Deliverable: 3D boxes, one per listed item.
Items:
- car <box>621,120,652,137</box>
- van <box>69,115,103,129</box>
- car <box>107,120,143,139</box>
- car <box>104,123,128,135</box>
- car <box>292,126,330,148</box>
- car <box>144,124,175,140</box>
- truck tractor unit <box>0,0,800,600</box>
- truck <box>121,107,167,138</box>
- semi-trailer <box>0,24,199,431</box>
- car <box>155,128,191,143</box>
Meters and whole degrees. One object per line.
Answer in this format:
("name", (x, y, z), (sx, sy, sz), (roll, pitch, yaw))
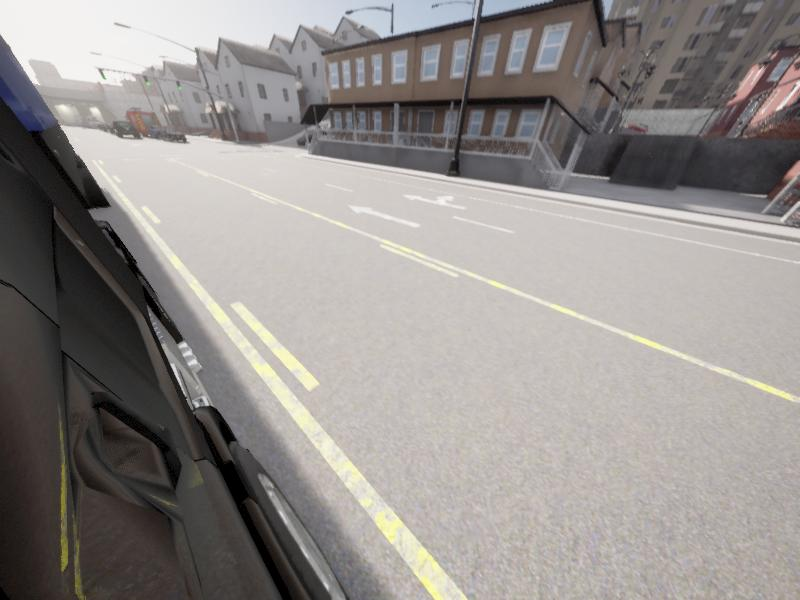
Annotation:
("car", (43.329, -31.502, 42.416), (3.705, 1.549, 1.789), (38, 47, 22))
("van", (-76.453, -43.293, 56.270), (6.366, 2.431, 2.351), (17, 37, 18))
("car", (-40.641, -25.202, 34.124), (5.566, 2.045, 2.150), (28, 42, 31))
("car", (-49.747, -29.865, 40.403), (4.892, 1.490, 1.837), (28, 42, 31))
("car", (-13.396, -24.737, 35.045), (1.882, 1.535, 5.008), (27, 57, 30))
("car", (-36.889, -25.754, 35.426), (4.553, 1.767, 2.097), (28, 42, 31))
("truck tractor unit", (-2.645, -0.295, 0.352), (6.516, 4.208, 3.053), (28, 44, 30))
("truck", (-43.814, -30.330, 39.537), (8.468, 3.827, 2.891), (28, 42, 31))
("semi-trailer", (-8.630, -3.611, 4.352), (14.254, 4.402, 2.717), (28, 43, 31))
("car", (-31.327, -22.616, 31.824), (5.357, 1.411, 2.033), (26, 41, 29))
